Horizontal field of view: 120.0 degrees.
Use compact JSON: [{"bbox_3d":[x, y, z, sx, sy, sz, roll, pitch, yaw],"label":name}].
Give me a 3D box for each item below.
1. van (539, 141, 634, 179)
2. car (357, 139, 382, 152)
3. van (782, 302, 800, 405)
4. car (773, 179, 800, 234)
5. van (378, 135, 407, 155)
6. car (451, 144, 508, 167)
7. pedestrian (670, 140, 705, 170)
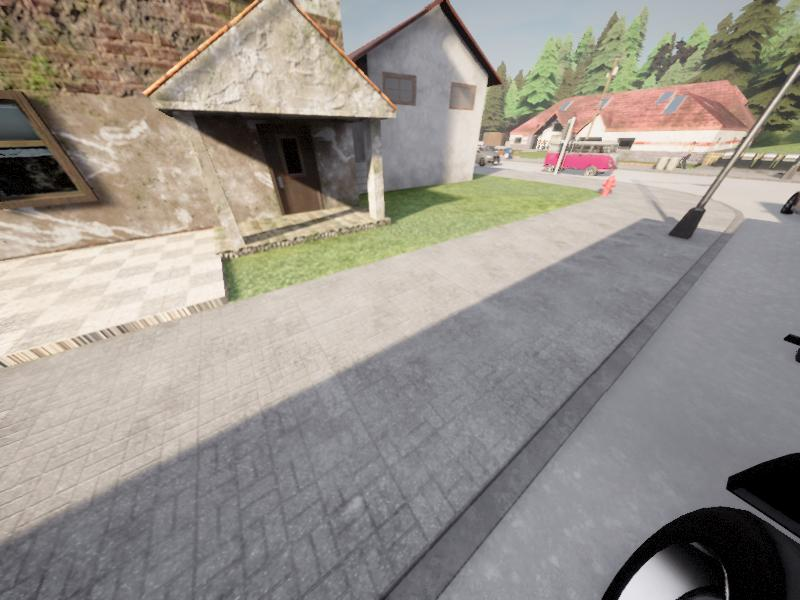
[{"bbox_3d":[12.740,-9.926,16.191,1.775,1.987,4.442,-22,40,-27],"label":"van"},{"bbox_3d":[-5.896,-29.654,44.265,2.150,2.045,5.566,-22,40,-27],"label":"car"},{"bbox_3d":[7.061,-0.481,2.353,5.915,2.561,1.988,-21,40,-27],"label":"van"},{"bbox_3d":[13.079,-2.840,6.506,3.705,1.549,1.789,-30,45,-35],"label":"car"},{"bbox_3d":[-1.340,-26.045,38.685,1.988,2.561,5.915,-22,41,-27],"label":"van"},{"bbox_3d":[7.563,-14.144,22.486,2.242,1.667,4.611,-22,40,-27],"label":"car"},{"bbox_3d":[21.740,-10.975,17.502,0.751,1.860,0.751,-15,38,-20],"label":"pedestrian"}]
